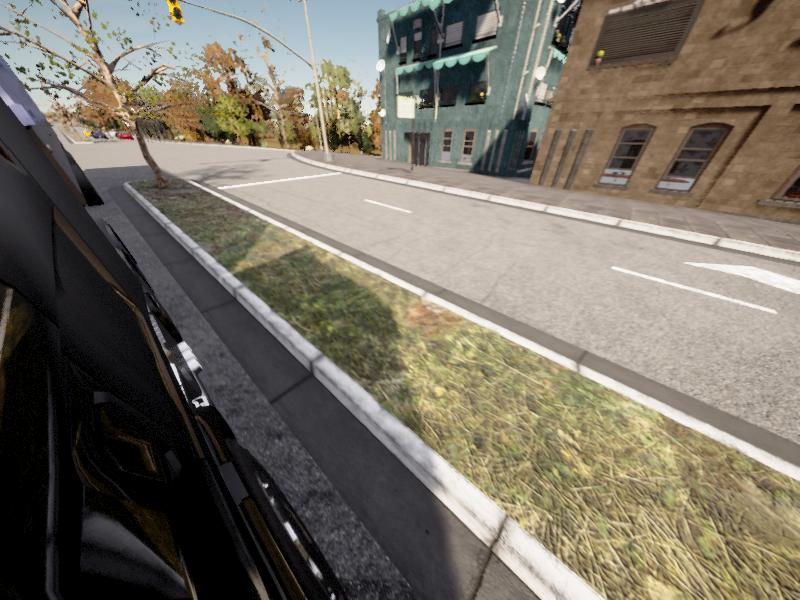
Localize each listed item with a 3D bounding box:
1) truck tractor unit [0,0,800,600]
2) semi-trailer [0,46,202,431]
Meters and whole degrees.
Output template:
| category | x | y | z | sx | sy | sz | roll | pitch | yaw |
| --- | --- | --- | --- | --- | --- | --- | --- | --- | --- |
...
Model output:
| category | x | y | z | sx | sy | sz | roll | pitch | yaw |
| --- | --- | --- | --- | --- | --- | --- | --- | --- | --- |
| truck tractor unit | -2.645 | -0.295 | 0.351 | 6.516 | 4.208 | 3.053 | 28 | 44 | 30 |
| semi-trailer | -8.707 | -3.582 | 4.244 | 14.254 | 4.402 | 2.717 | 28 | 44 | 30 |
